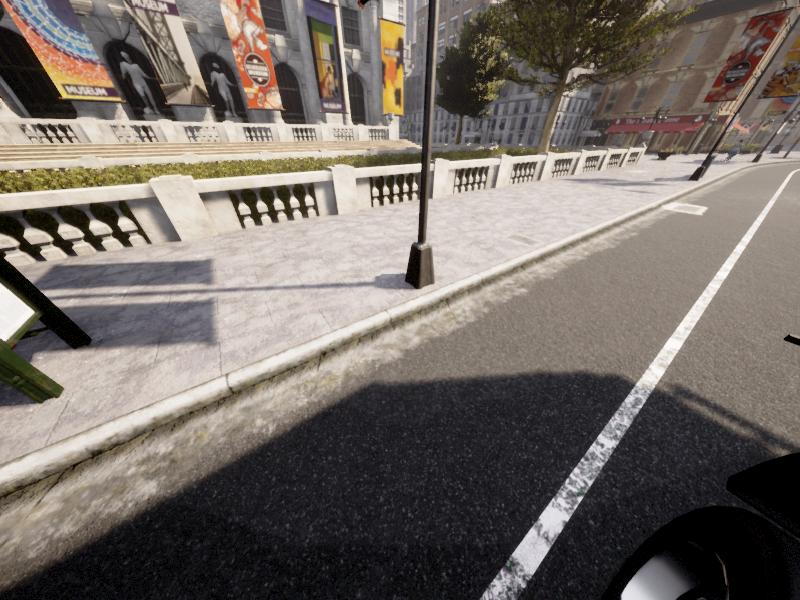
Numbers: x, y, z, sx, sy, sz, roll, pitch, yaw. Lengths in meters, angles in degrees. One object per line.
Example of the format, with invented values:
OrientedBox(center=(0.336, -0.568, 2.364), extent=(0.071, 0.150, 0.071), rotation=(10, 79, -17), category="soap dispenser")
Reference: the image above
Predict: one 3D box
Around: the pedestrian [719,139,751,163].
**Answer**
OrientedBox(center=(31.507, -14.071, 21.750), extent=(0.751, 1.860, 0.751), rotation=(-15, 38, -20), category="pedestrian")
